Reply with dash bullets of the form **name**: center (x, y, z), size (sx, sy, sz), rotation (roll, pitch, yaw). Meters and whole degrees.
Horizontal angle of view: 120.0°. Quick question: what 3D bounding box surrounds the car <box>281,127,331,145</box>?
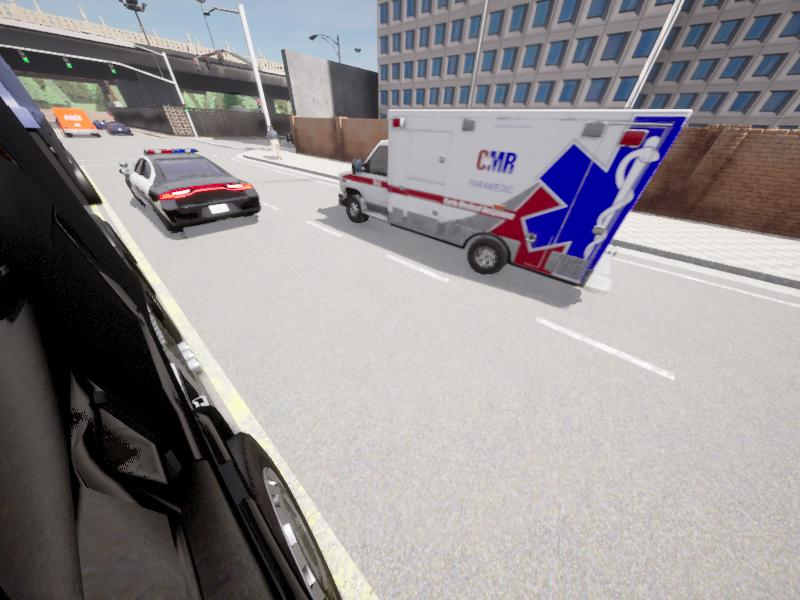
- **car**: center (-11.439, -20.227, 28.529), size (1.930, 1.638, 5.238), rotation (28, 44, 30)

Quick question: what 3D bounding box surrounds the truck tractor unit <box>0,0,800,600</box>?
- **truck tractor unit**: center (-2.645, -0.295, 0.352), size (6.516, 4.208, 3.053), rotation (28, 44, 30)

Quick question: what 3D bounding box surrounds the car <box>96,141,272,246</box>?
- **car**: center (-5.947, -3.230, 6.317), size (4.974, 1.542, 2.038), rotation (28, 44, 30)

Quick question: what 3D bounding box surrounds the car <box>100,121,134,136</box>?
- **car**: center (-36.928, -22.432, 30.155), size (4.181, 1.385, 1.994), rotation (28, 44, 30)

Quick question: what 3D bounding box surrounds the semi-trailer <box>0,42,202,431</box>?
- **semi-trailer**: center (-8.699, -3.605, 4.225), size (14.254, 4.402, 2.717), rotation (28, 44, 30)

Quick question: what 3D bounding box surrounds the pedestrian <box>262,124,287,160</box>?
- **pedestrian**: center (-8.082, -10.211, 14.951), size (0.751, 1.860, 0.751), rotation (-27, 46, -34)

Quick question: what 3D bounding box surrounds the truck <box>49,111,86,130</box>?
- **truck**: center (-51.781, -27.924, 35.936), size (6.274, 2.098, 2.390), rotation (28, 44, 30)

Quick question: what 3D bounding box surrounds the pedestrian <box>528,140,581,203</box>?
- **pedestrian**: center (5.548, -4.657, 8.396), size (0.751, 1.860, 0.751), rotation (-25, 45, -32)

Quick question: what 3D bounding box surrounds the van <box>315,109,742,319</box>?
- **van**: center (1.240, -2.500, 5.051), size (6.366, 2.431, 2.351), rotation (28, 44, 30)

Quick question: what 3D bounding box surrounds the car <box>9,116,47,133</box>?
- **car**: center (-44.955, -21.247, 27.987), size (4.674, 1.442, 1.812), rotation (28, 43, 30)

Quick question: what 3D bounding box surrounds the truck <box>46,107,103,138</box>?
- **truck**: center (-35.958, -19.625, 25.551), size (5.204, 2.467, 2.627), rotation (29, 44, 29)
